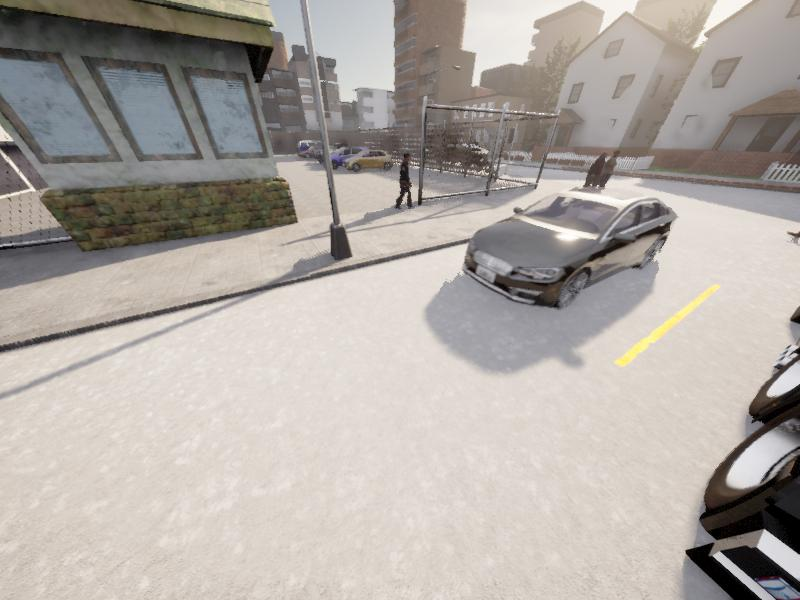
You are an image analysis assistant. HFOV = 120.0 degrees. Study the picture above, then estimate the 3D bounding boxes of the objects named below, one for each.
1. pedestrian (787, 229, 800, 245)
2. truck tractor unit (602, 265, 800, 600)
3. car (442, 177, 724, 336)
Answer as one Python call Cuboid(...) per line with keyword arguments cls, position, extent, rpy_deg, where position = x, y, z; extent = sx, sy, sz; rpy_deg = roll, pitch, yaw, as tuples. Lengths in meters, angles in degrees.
Cuboid(cls="pedestrian", position=(11.055, -2.251, 5.642), extent=(0.751, 1.860, 0.751), rpy_deg=(-17, 39, -23))
Cuboid(cls="truck tractor unit", position=(5.109, -0.303, 0.777), extent=(6.516, 4.208, 3.053), rpy_deg=(-18, 39, -24))
Cuboid(cls="car", position=(3.523, -1.324, 4.604), extent=(4.902, 1.511, 2.128), rpy_deg=(-18, 39, -24))
